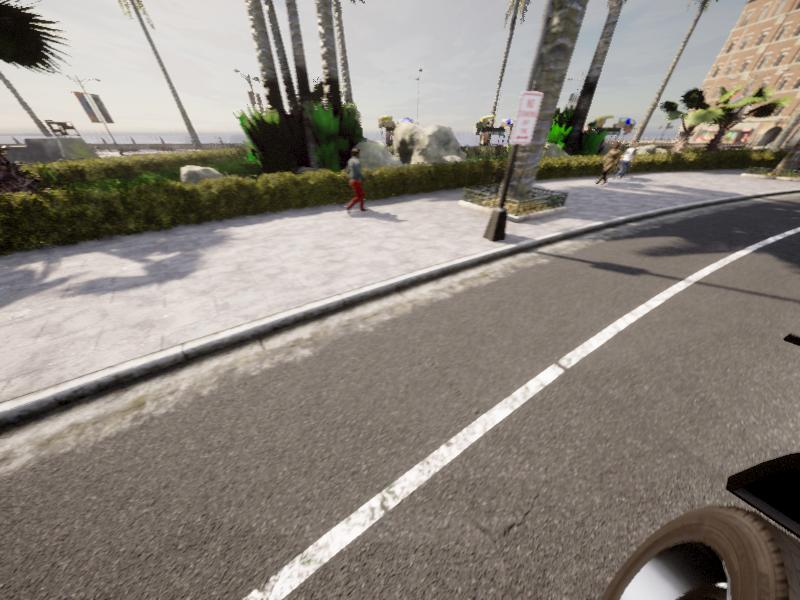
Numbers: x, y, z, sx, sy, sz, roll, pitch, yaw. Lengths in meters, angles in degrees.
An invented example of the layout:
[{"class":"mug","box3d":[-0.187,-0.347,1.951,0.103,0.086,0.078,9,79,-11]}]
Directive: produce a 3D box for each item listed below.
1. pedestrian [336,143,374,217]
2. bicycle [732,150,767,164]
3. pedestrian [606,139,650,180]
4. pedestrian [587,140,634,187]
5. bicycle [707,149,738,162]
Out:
[{"class":"pedestrian","box3d":[-1.336,-3.643,7.052,0.751,1.860,0.751,-18,39,-23]},{"class":"bicycle","box3d":[29.994,-12.264,19.847,1.643,1.024,0.373,0,36,0]},{"class":"pedestrian","box3d":[12.439,-7.666,12.659,0.751,1.860,0.751,-12,37,-16]},{"class":"pedestrian","box3d":[10.032,-6.532,11.076,0.751,1.860,0.751,-15,38,-20]},{"class":"bicycle","box3d":[30.000,-13.435,21.483,1.643,1.024,0.373,0,36,0]}]
